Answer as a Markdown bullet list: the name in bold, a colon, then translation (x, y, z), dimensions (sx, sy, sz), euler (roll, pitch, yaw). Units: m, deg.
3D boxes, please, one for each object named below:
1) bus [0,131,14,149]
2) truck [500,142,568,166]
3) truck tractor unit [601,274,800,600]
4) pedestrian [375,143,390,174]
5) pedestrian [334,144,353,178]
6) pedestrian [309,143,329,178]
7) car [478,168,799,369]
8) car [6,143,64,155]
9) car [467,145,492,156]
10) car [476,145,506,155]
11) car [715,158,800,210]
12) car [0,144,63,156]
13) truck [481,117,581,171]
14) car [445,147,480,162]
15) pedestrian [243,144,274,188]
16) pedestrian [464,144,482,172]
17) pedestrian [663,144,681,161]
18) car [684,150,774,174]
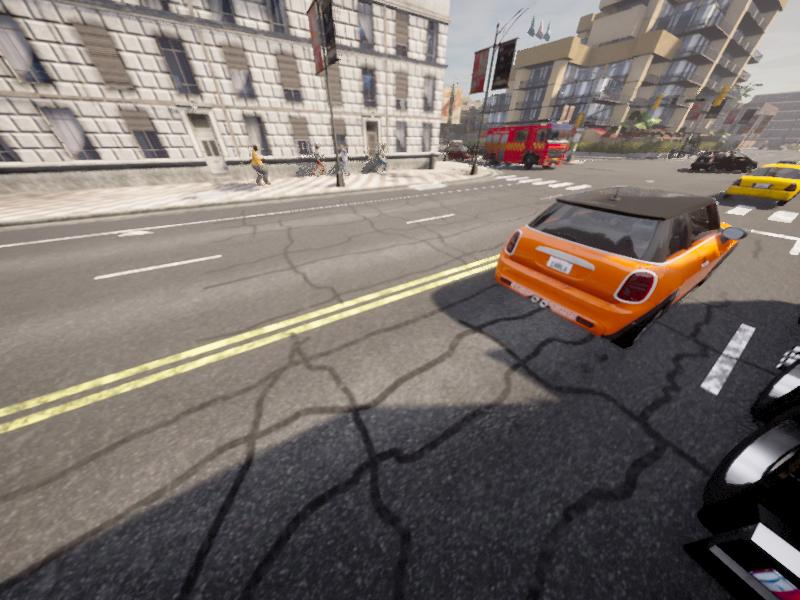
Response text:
- **bus**: translation (-95.860, -36.737, 52.239), dimensions (3.944, 4.253, 10.273), euler (-19, 39, -25)
- **truck**: translation (15.321, -17.218, 27.031), dimensions (2.390, 2.098, 6.274), euler (-20, 40, -27)
- **truck tractor unit**: translation (5.126, -0.286, 0.760), dimensions (6.516, 4.208, 3.053), euler (-18, 39, -23)
- **pedestrian**: translation (-1.275, -10.321, 16.880), dimensions (0.751, 1.860, 0.751), euler (-17, 38, -23)
- **pedestrian**: translation (-3.674, -9.132, 15.151), dimensions (0.751, 1.860, 0.751), euler (-19, 39, -26)
- **pedestrian**: translation (-5.296, -9.129, 15.134), dimensions (0.751, 1.860, 0.751), euler (-18, 39, -25)
- **car**: translation (3.943, -1.067, 3.996), dimensions (4.553, 1.767, 2.097), euler (-19, 39, -25)
- **car**: translation (-59.500, -24.788, 37.772), dimensions (4.514, 1.525, 2.007), euler (-18, 39, -24)
- **car**: translation (14.141, -26.690, 41.102), dimensions (1.789, 1.549, 3.705), euler (-19, 39, -26)
- **car**: translation (16.866, -27.940, 42.974), dimensions (1.837, 1.490, 4.892), euler (-19, 39, -26)
- **car**: translation (17.277, -5.525, 10.701), dimensions (5.366, 1.575, 1.801), euler (-19, 39, -25)
- **car**: translation (-57.082, -23.201, 35.629), dimensions (5.357, 1.411, 2.033), euler (-19, 39, -25)
- **truck**: translation (12.426, -15.763, 23.404), dimensions (2.891, 3.827, 8.468), euler (-12, 37, -17)
- **car**: translation (8.266, -19.566, 30.980), dimensions (1.994, 1.385, 4.181), euler (-18, 39, -24)
- **pedestrian**: translation (-7.232, -6.831, 11.816), dimensions (0.751, 1.860, 0.751), euler (-21, 40, -28)
- **pedestrian**: translation (5.825, -11.375, 18.455), dimensions (0.751, 1.860, 0.751), euler (-21, 40, -27)
- **pedestrian**: translation (37.596, -20.399, 31.943), dimensions (0.751, 1.860, 0.751), euler (-17, 39, -24)
- **car**: translation (28.284, -11.985, 20.051), dimensions (3.988, 1.617, 1.851), euler (5, 35, 7)
